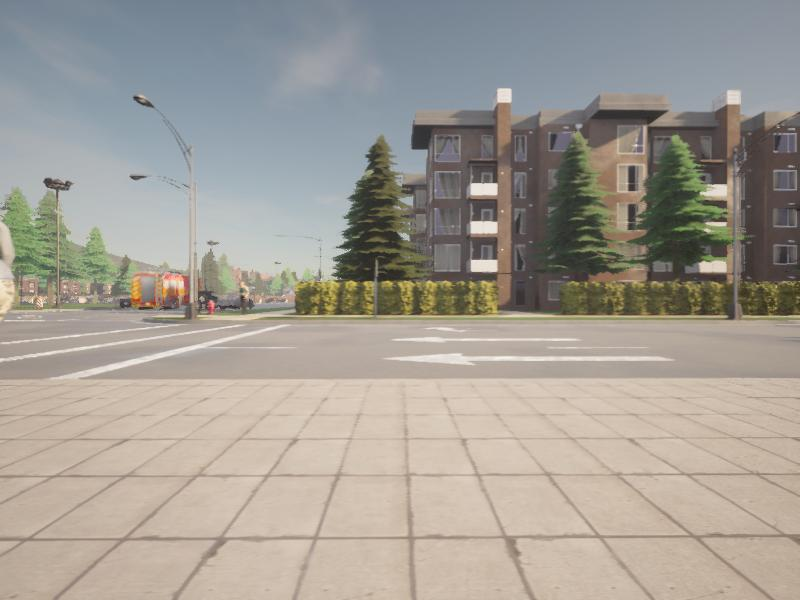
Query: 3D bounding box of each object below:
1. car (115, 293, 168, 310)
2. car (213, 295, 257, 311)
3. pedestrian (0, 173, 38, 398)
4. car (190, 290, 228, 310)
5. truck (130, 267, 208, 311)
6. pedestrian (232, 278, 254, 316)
[{"bbox_3d":[-25.867,0.126,40.267,1.930,1.638,5.238,0,0,-1],"label":"car"},{"bbox_3d":[-15.333,0.267,37.534,2.033,1.411,5.357,0,0,-1],"label":"car"},{"bbox_3d":[-3.701,-0.123,3.342,0.751,1.860,0.751,0,0,23],"label":"pedestrian"},{"bbox_3d":[-18.857,0.011,39.666,1.905,1.878,3.866,0,0,-1],"label":"car"},{"bbox_3d":[-22.351,-0.960,39.425,2.891,3.827,8.468,0,0,-1],"label":"truck"},{"bbox_3d":[-7.923,-0.130,20.221,0.751,1.860,0.751,0,0,27],"label":"pedestrian"}]
